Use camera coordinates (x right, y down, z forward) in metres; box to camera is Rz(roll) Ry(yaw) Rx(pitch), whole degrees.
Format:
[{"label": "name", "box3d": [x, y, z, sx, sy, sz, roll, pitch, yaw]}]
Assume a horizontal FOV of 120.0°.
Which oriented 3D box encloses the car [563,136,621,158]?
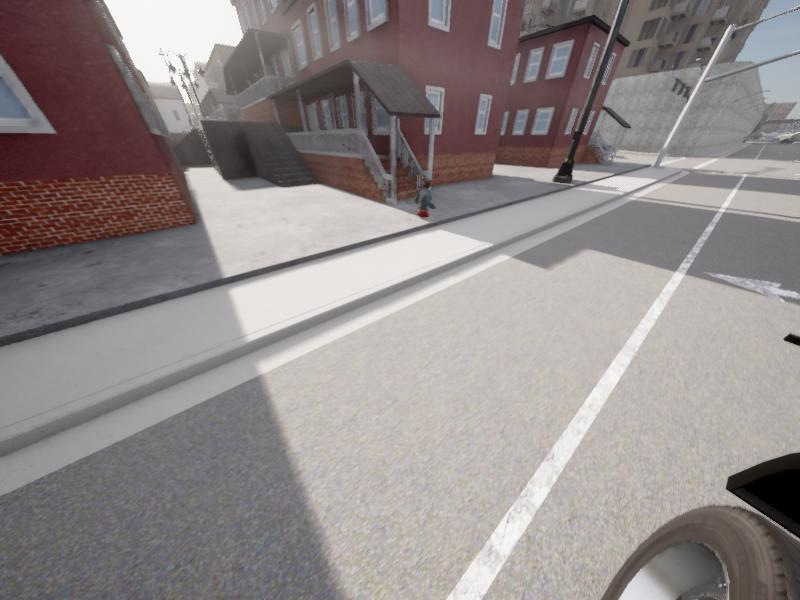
[{"label": "car", "box3d": [23.036, -18.566, 27.950, 2.033, 1.649, 4.856, -24, 46, -30]}]
